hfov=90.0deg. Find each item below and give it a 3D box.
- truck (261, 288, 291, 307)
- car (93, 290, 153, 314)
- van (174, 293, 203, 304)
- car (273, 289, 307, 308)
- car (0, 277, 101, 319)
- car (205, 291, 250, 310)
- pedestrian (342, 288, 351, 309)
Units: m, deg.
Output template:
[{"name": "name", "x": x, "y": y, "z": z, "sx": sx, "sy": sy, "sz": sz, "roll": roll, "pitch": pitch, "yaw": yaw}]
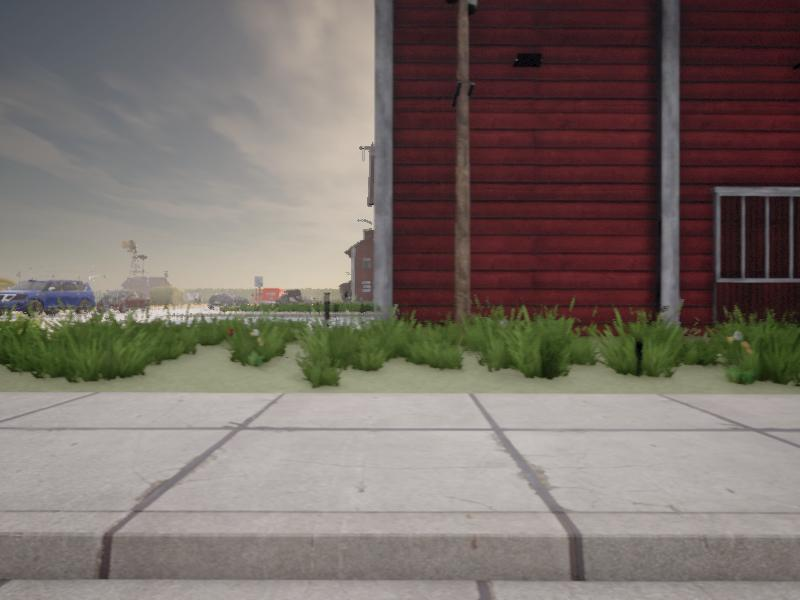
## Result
[{"name": "truck", "x": -16.719, "y": -0.316, "z": 54.235, "sx": 2.627, "sy": 2.467, "sz": 5.204, "roll": 0, "pitch": 0, "yaw": -1}, {"name": "car", "x": -19.767, "y": 0.135, "z": 28.715, "sx": 1.789, "sy": 1.549, "sz": 3.705, "roll": 0, "pitch": 0, "yaw": -1}, {"name": "van", "x": -50.713, "y": -0.435, "z": 95.906, "sx": 5.915, "sy": 2.561, "sz": 1.988, "roll": 0, "pitch": 0, "yaw": 0}, {"name": "car", "x": -12.388, "y": -0.172, "z": 44.788, "sx": 1.905, "sy": 1.878, "sz": 3.866, "roll": -8, "pitch": 4, "yaw": -43}, {"name": "car", "x": -19.641, "y": -0.111, "z": 22.084, "sx": 2.150, "sy": 2.045, "sz": 5.566, "roll": 0, "pitch": 0, "yaw": -1}, {"name": "car", "x": -16.454, "y": 0.055, "z": 38.438, "sx": 2.152, "sy": 1.651, "sz": 5.027, "roll": 0, "pitch": 0, "yaw": -1}, {"name": "pedestrian", "x": -4.718, "y": -0.148, "z": 35.439, "sx": 0.751, "sy": 1.860, "sz": 0.751, "roll": 0, "pitch": 0, "yaw": -2}]
